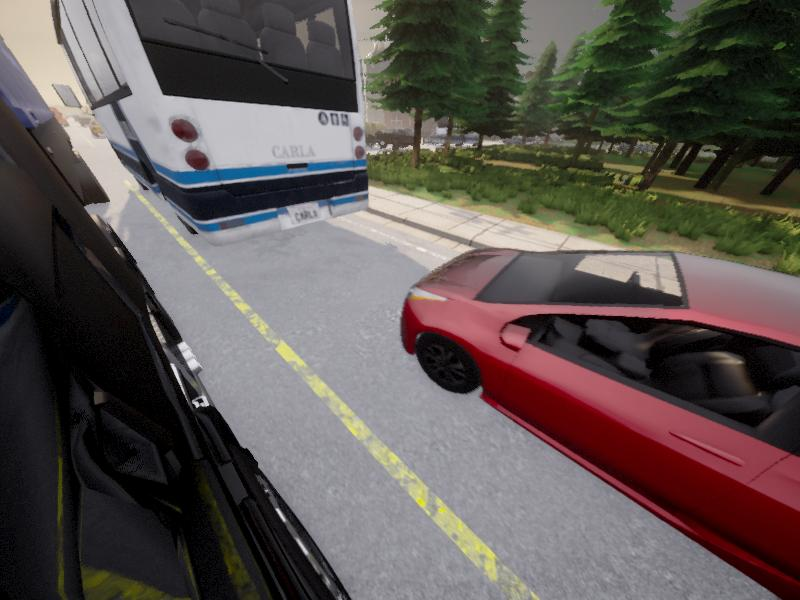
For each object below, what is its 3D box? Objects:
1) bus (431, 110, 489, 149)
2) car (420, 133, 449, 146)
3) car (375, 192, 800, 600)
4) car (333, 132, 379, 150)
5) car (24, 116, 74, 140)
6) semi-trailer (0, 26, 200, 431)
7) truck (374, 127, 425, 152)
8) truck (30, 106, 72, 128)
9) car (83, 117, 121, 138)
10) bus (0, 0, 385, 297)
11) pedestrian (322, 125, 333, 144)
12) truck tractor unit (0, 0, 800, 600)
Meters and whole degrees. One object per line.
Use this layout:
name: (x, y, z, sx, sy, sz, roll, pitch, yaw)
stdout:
bus: (9.504, -26.482, 36.060, 3.944, 4.253, 10.273, 27, 43, 29)
car: (5.611, -25.866, 37.268, 2.128, 1.511, 4.902, 27, 43, 29)
car: (2.122, 0.510, 1.852, 4.514, 1.525, 2.007, 29, 44, 30)
car: (-4.916, -18.231, 26.400, 2.128, 1.511, 4.902, 27, 43, 29)
car: (-32.189, -15.847, 21.267, 3.988, 1.617, 1.851, 29, 44, 30)
semi-trailer: (-8.617, -3.670, 4.291, 14.254, 4.402, 2.717, 29, 44, 30)
truck: (0.083, -18.703, 26.871, 2.390, 2.098, 6.274, 27, 43, 29)
truck: (-54.513, -28.698, 36.153, 5.204, 2.467, 2.627, 30, 44, 30)
car: (-33.212, -19.222, 25.714, 5.366, 1.575, 1.801, 29, 44, 31)
bus: (-5.474, -4.697, 5.993, 10.273, 4.253, 3.944, 29, 44, 31)
pedestrian: (-8.994, -20.564, 28.644, 0.751, 1.860, 0.751, 14, 38, 14)
truck tractor unit: (-2.645, -0.295, 0.351, 6.516, 4.208, 3.053, 28, 44, 30)
